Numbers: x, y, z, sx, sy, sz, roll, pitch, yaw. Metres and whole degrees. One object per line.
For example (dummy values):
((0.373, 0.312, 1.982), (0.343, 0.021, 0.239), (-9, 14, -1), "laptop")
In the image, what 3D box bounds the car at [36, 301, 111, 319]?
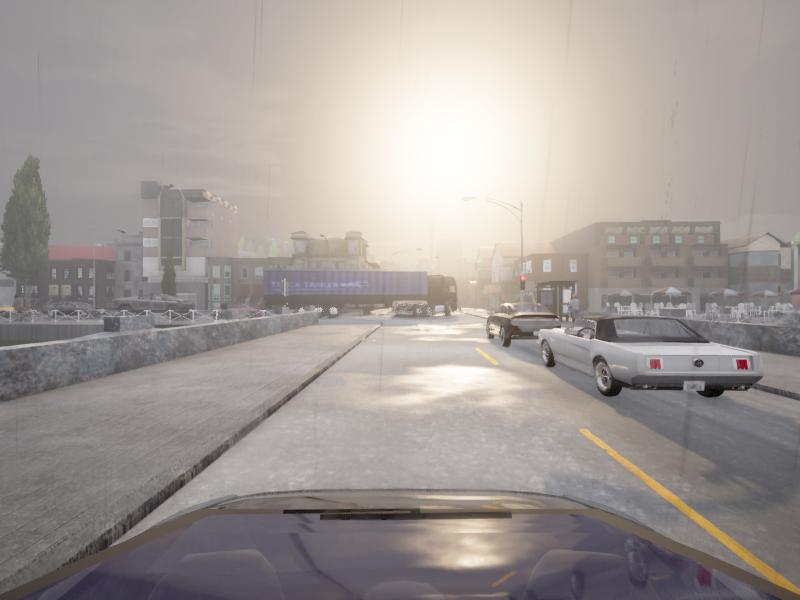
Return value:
((-28.550, 0.836, 35.105), (4.902, 1.511, 2.128), (0, 0, 2), "car")

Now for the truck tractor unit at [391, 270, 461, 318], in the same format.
((2.600, -0.526, 38.322), (6.516, 4.208, 3.053), (-1, 1, -43), "truck tractor unit")

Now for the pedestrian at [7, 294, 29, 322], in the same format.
((-25.642, 0.547, 26.872), (0.751, 1.860, 0.751), (0, 0, 2), "pedestrian")

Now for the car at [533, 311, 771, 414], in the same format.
((4.303, 0.944, 7.966), (1.895, 1.301, 4.718), (0, 0, 2), "car")

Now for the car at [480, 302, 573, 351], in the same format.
((4.438, 0.836, 14.911), (2.128, 1.511, 4.902), (0, 0, 3), "car")

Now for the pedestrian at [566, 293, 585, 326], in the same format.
((10.031, 0.533, 22.838), (0.751, 1.860, 0.751), (0, 0, 1), "pedestrian")

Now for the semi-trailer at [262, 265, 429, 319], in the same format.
((-4.622, -0.619, 35.586), (14.254, 4.402, 2.717), (0, 0, -14), "semi-trailer")

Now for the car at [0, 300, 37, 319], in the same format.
((-35.539, 0.801, 35.340), (5.366, 1.575, 1.801), (0, 0, 2), "car")

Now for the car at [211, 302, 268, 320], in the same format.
((-13.591, 0.919, 34.167), (4.181, 1.385, 1.994), (0, 0, -9), "car")

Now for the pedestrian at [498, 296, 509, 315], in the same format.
((10.350, 0.533, 39.958), (0.751, 1.860, 0.751), (0, 0, -34), "pedestrian")

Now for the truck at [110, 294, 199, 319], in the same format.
((-21.283, 0.542, 34.862), (6.274, 2.098, 2.390), (0, 0, 2), "truck")
